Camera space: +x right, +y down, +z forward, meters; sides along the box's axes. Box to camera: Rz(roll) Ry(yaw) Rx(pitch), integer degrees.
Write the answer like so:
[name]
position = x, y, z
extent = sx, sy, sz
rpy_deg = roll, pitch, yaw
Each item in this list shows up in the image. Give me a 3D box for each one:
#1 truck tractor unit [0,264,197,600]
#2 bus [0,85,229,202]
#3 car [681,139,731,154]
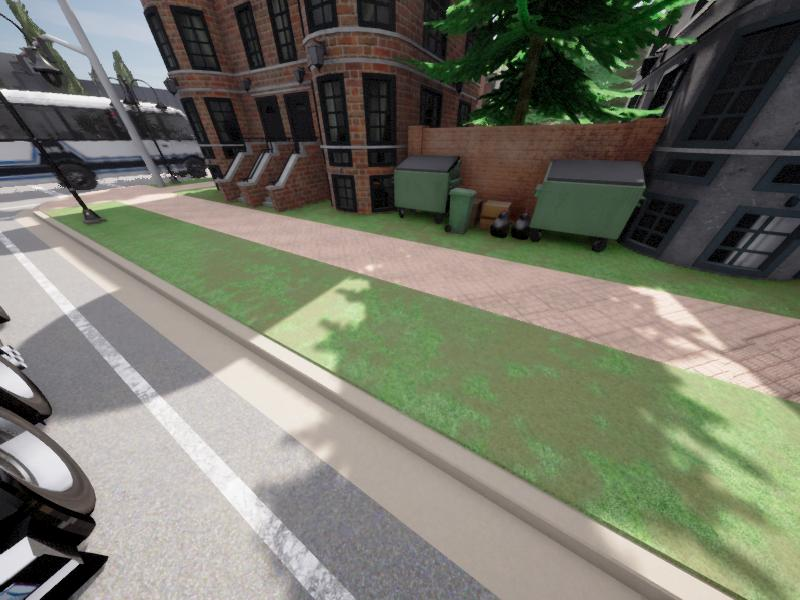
[truck tractor unit]
position = -5.112, -0.299, 0.781
extent = 6.516, 4.208, 3.053
rpy_deg = 18, 39, 24
[bus]
position = -17.409, -9.223, 13.636
extent = 3.944, 4.253, 10.273
rpy_deg = 18, 39, 24
[car]
position = 53.279, -27.017, 40.502
extent = 2.150, 2.045, 5.566
rpy_deg = 8, 36, 11
